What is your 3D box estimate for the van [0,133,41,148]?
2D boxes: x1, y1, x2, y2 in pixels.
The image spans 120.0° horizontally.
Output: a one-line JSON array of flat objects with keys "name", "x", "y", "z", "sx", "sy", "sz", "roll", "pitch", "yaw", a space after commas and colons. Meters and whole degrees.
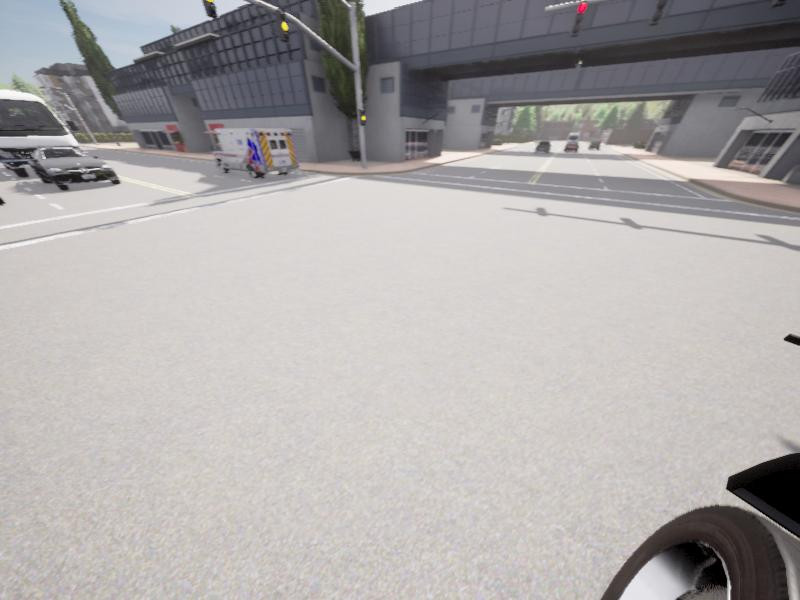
[{"name": "van", "x": -65.336, "y": -27.307, "z": 39.605, "sx": 4.480, "sy": 2.038, "sz": 2.069, "roll": 12, "pitch": 37, "yaw": 15}]

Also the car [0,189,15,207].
[{"name": "car", "x": -16.400, "y": -4.238, "z": 8.309, "sx": 3.633, "sy": 1.501, "sz": 1.845, "roll": 20, "pitch": 40, "yaw": 25}]

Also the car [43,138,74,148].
[{"name": "car", "x": -60.391, "y": -27.811, "z": 40.873, "sx": 5.357, "sy": 1.411, "sz": 2.033, "roll": 20, "pitch": 40, "yaw": 26}]

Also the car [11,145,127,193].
[{"name": "car", "x": -17.057, "y": -6.903, "z": 11.928, "sx": 5.027, "sy": 1.651, "sz": 2.152, "roll": 19, "pitch": 40, "yaw": 24}]

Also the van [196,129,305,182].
[{"name": "van", "x": -9.392, "y": -9.268, "z": 14.572, "sx": 6.366, "sy": 2.431, "sz": 2.351, "roll": 20, "pitch": 40, "yaw": 25}]

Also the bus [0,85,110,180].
[{"name": "bus", "x": -25.322, "y": -11.123, "z": 15.487, "sx": 10.273, "sy": 4.253, "sz": 3.944, "roll": 20, "pitch": 40, "yaw": 26}]

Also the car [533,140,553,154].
[{"name": "car", "x": 20.797, "y": -22.177, "z": 33.497, "sx": 1.837, "sy": 1.490, "sz": 4.892, "roll": 20, "pitch": 40, "yaw": 25}]

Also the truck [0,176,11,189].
[{"name": "truck", "x": -22.177, "y": -6.727, "z": 10.925, "sx": 5.204, "sy": 2.467, "sz": 2.627, "roll": 20, "pitch": 40, "yaw": 25}]

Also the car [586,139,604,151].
[{"name": "car", "x": 34.816, "y": -27.782, "z": 41.277, "sx": 1.851, "sy": 1.617, "sz": 3.988, "roll": 21, "pitch": 41, "yaw": 26}]

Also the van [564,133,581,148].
[{"name": "van", "x": 36.394, "y": -33.815, "z": 48.871, "sx": 1.988, "sy": 2.561, "sz": 5.915, "roll": 19, "pitch": 40, "yaw": 24}]

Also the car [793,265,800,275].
[{"name": "car", "x": 9.430, "y": -0.011, "z": 2.487, "sx": 4.611, "sy": 1.667, "sz": 2.242, "roll": 19, "pitch": 40, "yaw": 24}]

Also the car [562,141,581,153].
[{"name": "car", "x": 27.584, "y": -24.671, "z": 37.114, "sx": 1.994, "sy": 1.385, "sz": 4.181, "roll": 19, "pitch": 40, "yaw": 24}]
